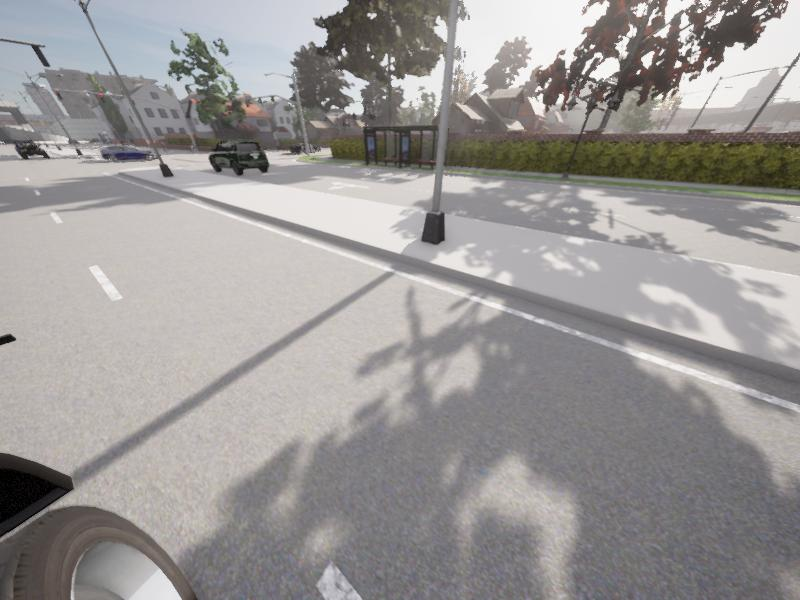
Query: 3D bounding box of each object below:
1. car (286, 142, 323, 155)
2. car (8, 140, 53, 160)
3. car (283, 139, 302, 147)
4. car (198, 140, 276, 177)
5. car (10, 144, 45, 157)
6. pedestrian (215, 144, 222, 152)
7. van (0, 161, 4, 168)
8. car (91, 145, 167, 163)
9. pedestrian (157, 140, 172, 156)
[{"bbox_3d":[-15.301,-24.659,37.458,1.930,1.638,5.238,22,41,28],"label":"car"},{"bbox_3d":[-42.715,-17.374,26.709,3.866,1.878,1.905,22,40,28],"label":"car"},{"bbox_3d":[-25.395,-37.088,54.610,3.806,1.475,1.970,22,41,28],"label":"car"},{"bbox_3d":[-12.159,-10.682,17.255,5.566,2.045,2.150,22,41,28],"label":"car"},{"bbox_3d":[-50.486,-20.279,31.301,4.718,1.301,1.895,22,41,28],"label":"car"},{"bbox_3d":[-30.257,-25.366,38.545,0.500,1.100,0.500,-5,36,-8],"label":"pedestrian"},{"bbox_3d":[-36.329,-12.396,19.538,4.480,2.038,2.069,22,41,28],"label":"van"},{"bbox_3d":[-29.114,-15.931,25.098,4.792,1.488,2.163,-14,38,-19],"label":"car"},{"bbox_3d":[-33.469,-21.650,32.828,0.751,1.860,0.751,25,42,30],"label":"pedestrian"}]
